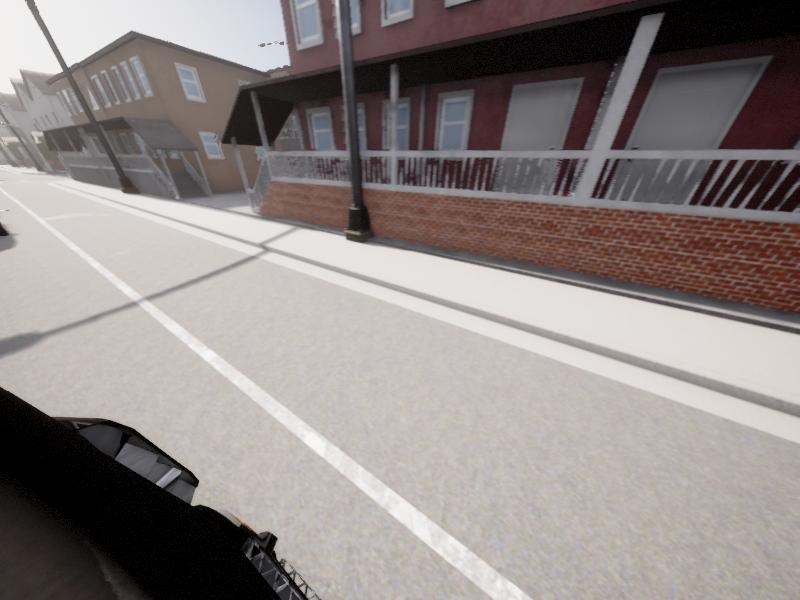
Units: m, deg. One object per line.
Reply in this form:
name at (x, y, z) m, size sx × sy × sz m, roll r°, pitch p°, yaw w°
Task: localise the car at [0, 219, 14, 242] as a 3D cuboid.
car at (-14.479, -2.743, 7.203) m, size 4.674 × 1.442 × 1.812 m, roll 18°, pitch 35°, yaw 26°
